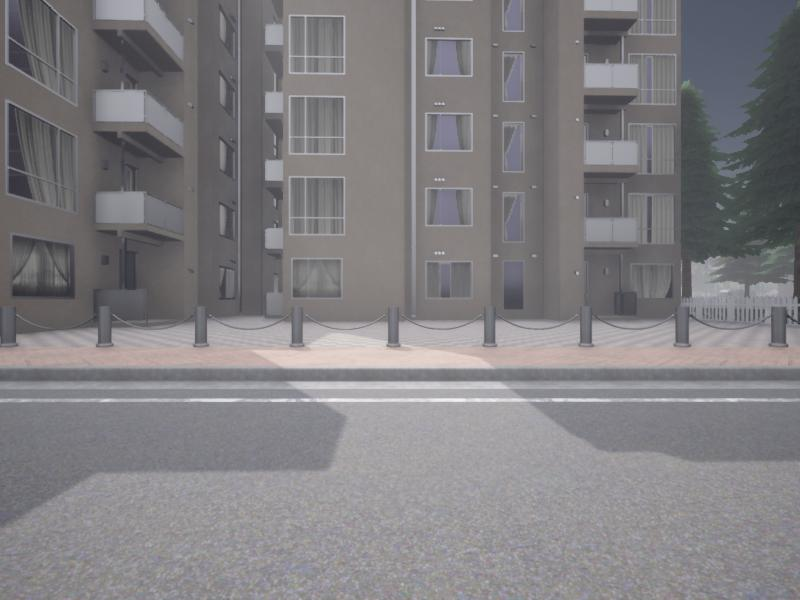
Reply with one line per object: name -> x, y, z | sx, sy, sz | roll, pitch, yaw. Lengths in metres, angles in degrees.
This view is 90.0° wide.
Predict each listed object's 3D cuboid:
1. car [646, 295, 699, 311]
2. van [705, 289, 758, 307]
car -> 27.379, 0.260, 40.418 | 1.837, 1.490, 4.892 | 0, 0, -2
van -> 47.573, -0.277, 57.487 | 5.915, 2.561, 1.988 | 0, 0, -1
